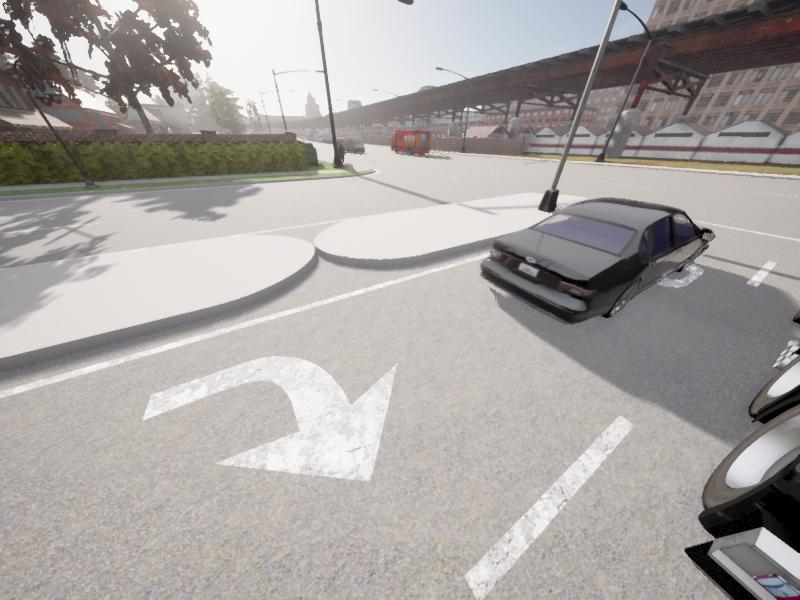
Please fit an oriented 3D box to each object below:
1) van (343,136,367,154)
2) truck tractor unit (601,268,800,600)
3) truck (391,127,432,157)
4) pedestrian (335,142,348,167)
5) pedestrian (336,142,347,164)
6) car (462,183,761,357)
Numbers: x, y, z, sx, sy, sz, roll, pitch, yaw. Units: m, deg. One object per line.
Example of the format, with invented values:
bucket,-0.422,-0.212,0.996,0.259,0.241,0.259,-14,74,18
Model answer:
van,-8.308,-28.307,42.213,1.988,2.561,5.915,-18,39,-24
truck tractor unit,5.115,-0.296,0.773,6.516,4.208,3.053,-18,39,-24
truck,1.649,-26.965,39.342,2.891,3.827,8.468,-17,39,-23
pedestrian,-5.243,-13.088,20.810,0.751,1.860,0.751,-18,39,-24
pedestrian,-5.988,-15.083,23.668,0.751,1.860,0.751,-11,36,-16
car,4.012,-1.104,4.391,5.357,1.411,2.033,-18,39,-24
